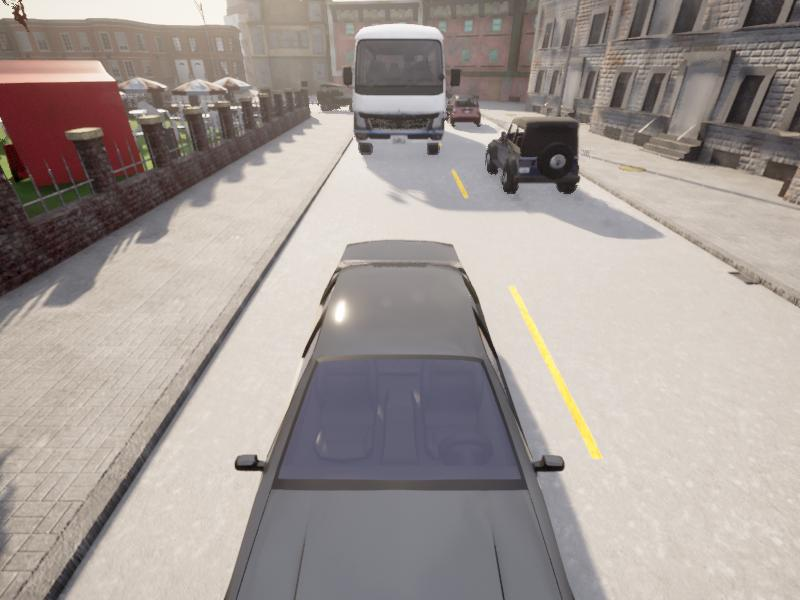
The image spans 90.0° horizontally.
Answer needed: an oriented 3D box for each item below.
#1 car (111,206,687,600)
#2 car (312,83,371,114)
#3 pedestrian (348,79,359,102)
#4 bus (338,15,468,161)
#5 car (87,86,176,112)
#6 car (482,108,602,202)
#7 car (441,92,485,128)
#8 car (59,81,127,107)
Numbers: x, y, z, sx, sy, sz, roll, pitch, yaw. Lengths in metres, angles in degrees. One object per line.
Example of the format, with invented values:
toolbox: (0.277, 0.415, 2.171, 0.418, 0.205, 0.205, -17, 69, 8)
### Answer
car: (-0.002, 0.689, 3.451, 2.033, 1.411, 5.357, 0, 30, 0)
car: (-4.348, -15.298, 30.297, 3.866, 1.878, 1.905, 10, 31, 15)
pedestrian: (-4.374, -19.796, 37.775, 0.751, 1.860, 0.751, 8, 31, 14)
bus: (0.128, -9.273, 17.686, 3.944, 4.253, 10.273, 0, 29, 0)
car: (-20.695, -15.613, 31.080, 5.238, 1.638, 1.930, 0, 30, 0)
car: (3.761, -4.299, 11.487, 1.905, 1.878, 3.866, 0, 30, 0)
car: (3.675, -11.454, 24.012, 1.851, 1.617, 3.988, -1, 30, -2)
car: (-26.326, -17.719, 34.432, 3.866, 1.878, 1.905, 0, 30, 0)
